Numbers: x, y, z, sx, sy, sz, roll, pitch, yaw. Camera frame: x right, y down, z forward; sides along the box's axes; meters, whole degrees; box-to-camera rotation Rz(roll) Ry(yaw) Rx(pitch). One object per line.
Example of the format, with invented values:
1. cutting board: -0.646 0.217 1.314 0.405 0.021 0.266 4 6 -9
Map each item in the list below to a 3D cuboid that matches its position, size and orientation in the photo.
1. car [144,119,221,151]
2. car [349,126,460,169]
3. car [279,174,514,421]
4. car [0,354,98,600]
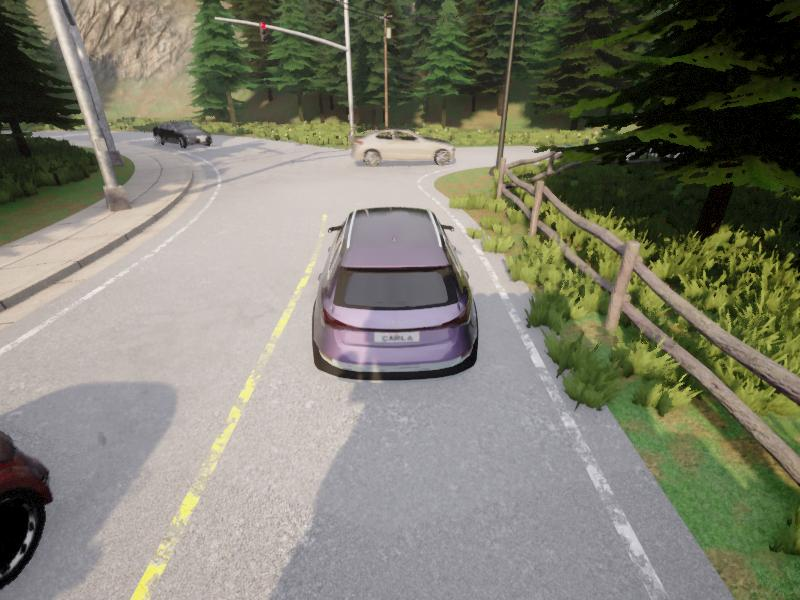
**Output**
1. car: -14.098 -10.736 25.847 4.902 1.511 2.128 19 33 32
2. car: 0.104 -7.419 19.319 5.027 1.651 2.152 -3 28 -6
3. car: -0.114 -0.598 5.992 2.033 1.649 4.856 -1 27 -2
4. car: -3.589 1.964 1.292 1.994 1.385 4.181 0 27 -1
